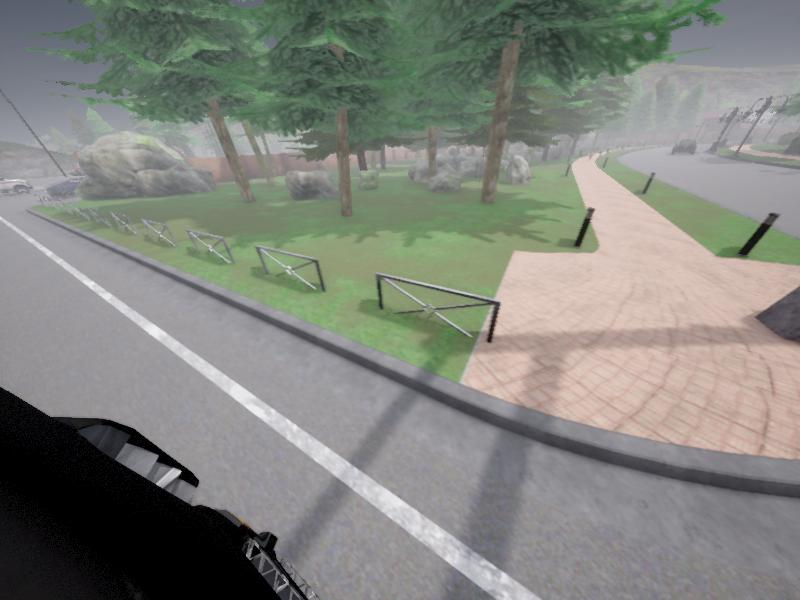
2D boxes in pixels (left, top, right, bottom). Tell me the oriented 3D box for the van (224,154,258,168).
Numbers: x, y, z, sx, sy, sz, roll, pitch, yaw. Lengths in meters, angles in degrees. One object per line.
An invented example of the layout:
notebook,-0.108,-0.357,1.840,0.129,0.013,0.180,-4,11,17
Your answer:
van,-37.293,-32.728,54.402,1.988,2.561,5.915,15,37,25

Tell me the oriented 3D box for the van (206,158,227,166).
van,-58.524,-44.038,73.682,4.442,1.987,1.775,-15,35,-17

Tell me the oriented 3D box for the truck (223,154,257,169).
truck,-35.364,-30.690,51.267,2.627,2.467,5.204,15,37,25

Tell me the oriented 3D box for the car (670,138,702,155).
car,39.480,-21.339,31.999,2.097,1.767,4.553,26,43,36

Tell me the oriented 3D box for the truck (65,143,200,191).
truck,-28.316,-14.724,25.316,2.891,3.827,8.468,15,37,25

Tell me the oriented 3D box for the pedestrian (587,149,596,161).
pedestrian,22.026,-16.694,26.600,0.500,1.100,0.500,16,38,26

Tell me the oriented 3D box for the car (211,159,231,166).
car,-59.395,-45.665,76.708,4.902,1.511,2.128,-15,35,-18

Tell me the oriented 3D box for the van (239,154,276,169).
van,-31.386,-30.790,51.152,2.351,2.431,6.366,15,37,25

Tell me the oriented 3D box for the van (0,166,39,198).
van,-39.491,-10.587,21.160,2.351,2.431,6.366,15,38,25

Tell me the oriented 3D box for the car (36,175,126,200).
car,-27.896,-10.046,20.426,1.994,1.385,4.181,11,36,20

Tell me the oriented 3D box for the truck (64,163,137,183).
truck,-45.854,-19.608,35.607,2.390,2.098,6.274,16,38,27
